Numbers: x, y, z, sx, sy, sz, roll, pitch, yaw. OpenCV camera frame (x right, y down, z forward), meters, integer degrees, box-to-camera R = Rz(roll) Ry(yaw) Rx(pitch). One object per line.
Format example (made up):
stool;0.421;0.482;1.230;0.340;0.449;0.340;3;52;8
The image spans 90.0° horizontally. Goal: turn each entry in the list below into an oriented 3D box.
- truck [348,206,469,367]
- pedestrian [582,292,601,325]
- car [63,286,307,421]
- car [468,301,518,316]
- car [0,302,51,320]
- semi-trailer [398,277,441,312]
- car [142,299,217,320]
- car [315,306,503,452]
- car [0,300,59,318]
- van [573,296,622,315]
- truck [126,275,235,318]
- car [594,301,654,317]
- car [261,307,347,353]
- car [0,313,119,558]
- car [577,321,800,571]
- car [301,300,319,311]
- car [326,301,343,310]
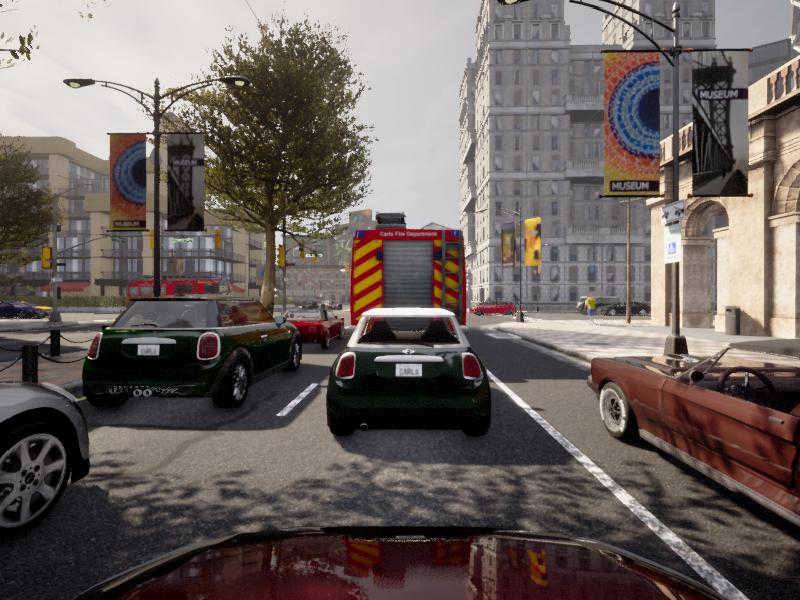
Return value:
truck;0.274;-0.321;13.781;2.891;3.827;8.468;0;0;1
pedestrian;10.930;0.485;22.857;0.751;1.860;0.751;0;0;1
car;-3.355;0.694;7.527;2.097;1.767;4.553;0;0;1
car;9.199;0.828;39.892;4.514;1.525;2.007;0;0;0
car;-32.315;0.870;33.494;4.674;1.442;1.812;0;0;1
semi-trailer;2.402;-0.618;57.544;2.717;4.402;14.254;0;0;-12
car;-18.269;0.771;33.301;5.238;1.638;1.930;0;0;1
car;0.119;0.853;6.110;1.970;1.475;3.806;0;0;1
car;-34.966;0.801;37.034;5.366;1.575;1.801;0;0;1
van;21.300;0.599;43.240;4.442;1.987;1.775;0;0;1
truck;-20.031;-0.320;36.820;8.468;3.827;2.891;0;0;1
car;22.176;0.842;39.726;4.892;1.490;1.837;-1;0;1
car;-3.218;0.944;14.445;1.895;1.301;4.718;0;0;1
car;-3.473;0.853;1.600;1.970;1.475;3.806;0;0;1
car;3.308;0.938;3.058;1.895;1.301;4.718;0;0;1
car;-13.798;0.815;61.323;1.789;1.549;3.705;0;0;1
car;-10.261;0.853;63.188;1.970;1.475;3.806;0;0;1
